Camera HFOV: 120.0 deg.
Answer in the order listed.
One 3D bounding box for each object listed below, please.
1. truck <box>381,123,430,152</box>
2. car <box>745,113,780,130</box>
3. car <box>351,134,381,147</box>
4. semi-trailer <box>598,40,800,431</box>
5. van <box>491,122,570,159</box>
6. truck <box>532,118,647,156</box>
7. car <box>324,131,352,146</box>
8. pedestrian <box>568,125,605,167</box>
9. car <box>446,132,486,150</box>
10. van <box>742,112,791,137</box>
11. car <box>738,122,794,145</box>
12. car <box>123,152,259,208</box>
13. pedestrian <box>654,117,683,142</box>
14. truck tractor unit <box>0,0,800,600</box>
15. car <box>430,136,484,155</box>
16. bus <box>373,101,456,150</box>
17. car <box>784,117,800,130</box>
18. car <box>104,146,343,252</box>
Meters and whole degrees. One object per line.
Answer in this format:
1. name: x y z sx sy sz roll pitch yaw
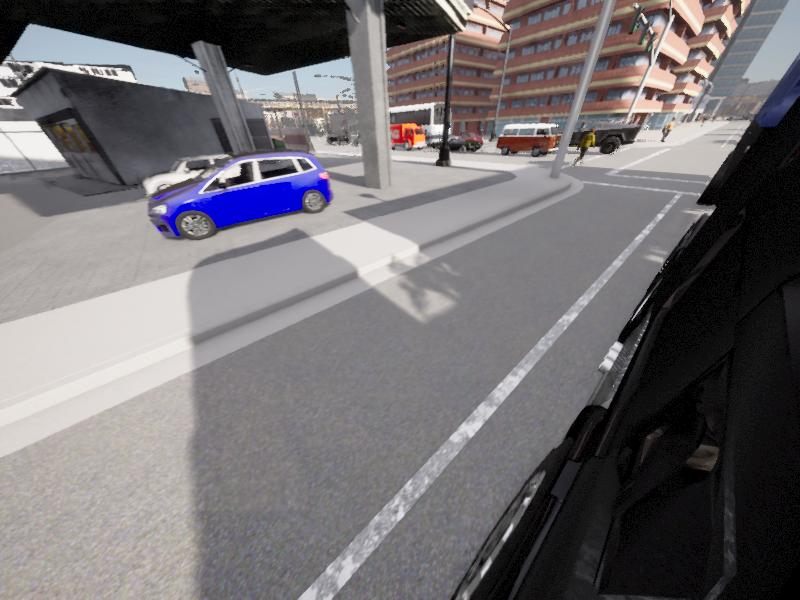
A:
1. truck: 0.560 -18.668 26.530 2.627 2.467 5.204 -29 44 -30
2. car: 52.801 -26.014 33.716 4.605 1.855 1.932 -27 43 -30
3. car: -5.530 -25.635 37.001 2.038 1.542 4.974 -30 45 -31
4. semi-trailer: 8.701 -3.592 4.242 14.254 4.402 2.717 -28 44 -30
5. van: 9.857 -12.314 17.829 2.069 2.038 4.480 -29 44 -31
6. truck: 14.216 -12.553 17.836 6.274 2.098 2.390 25 45 32
7. car: -11.331 -29.691 42.349 2.150 2.045 5.566 -30 45 -32
8. pedestrian: 10.364 -8.575 12.906 0.751 1.860 0.751 -14 38 -14
9. car: 7.045 -17.211 24.977 1.845 1.501 3.633 -29 44 -31
10. van: 40.287 -19.429 25.518 4.480 2.038 2.069 -28 44 -30
11. car: 31.207 -14.322 19.793 4.181 1.385 1.994 -28 44 -30
12. car: -8.641 -5.284 9.918 3.806 1.475 1.970 -28 44 -30
13. pedestrian: 24.944 -15.842 21.498 0.751 1.860 0.751 1 37 4
14. truck tractor unit: 2.645 -0.295 0.351 6.516 4.208 3.053 -28 44 -30
15. car: 5.367 -15.034 22.360 1.895 1.301 4.718 -29 44 -31
16. bus: 1.440 -21.836 29.226 3.944 4.253 10.273 -29 44 -30
17. car: 54.644 -24.025 31.426 4.718 1.301 1.895 -28 44 -30
18. car: -4.370 -3.197 6.600 4.611 1.667 2.242 -28 44 -30
